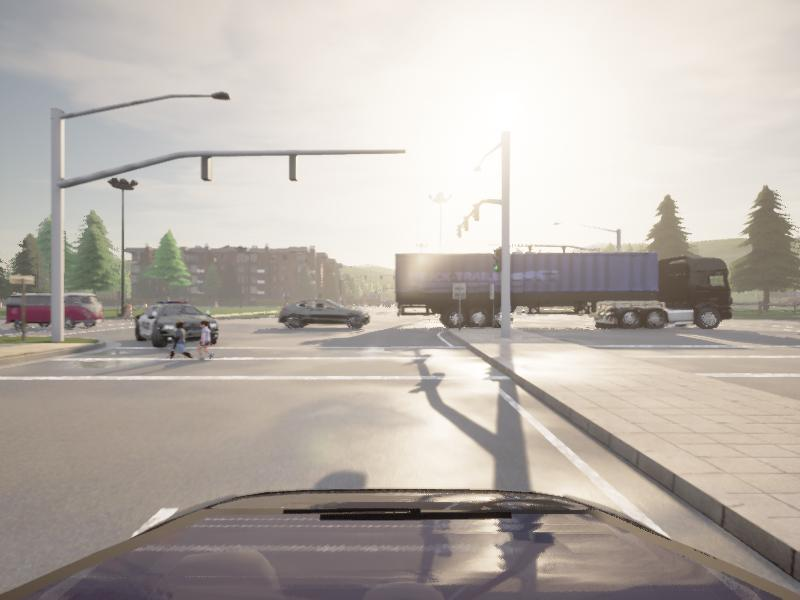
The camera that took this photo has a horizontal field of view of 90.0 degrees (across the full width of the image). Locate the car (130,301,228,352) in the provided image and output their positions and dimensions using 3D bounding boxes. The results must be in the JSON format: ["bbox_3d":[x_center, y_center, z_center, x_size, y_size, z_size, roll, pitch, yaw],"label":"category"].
[{"bbox_3d":[-8.398,0.832,14.954,2.038,1.542,4.974,0,0,-43],"label":"car"}]

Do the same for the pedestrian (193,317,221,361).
[{"bbox_3d":[-5.095,1.021,10.594,0.500,1.100,0.500,0,0,0],"label":"pedestrian"}]

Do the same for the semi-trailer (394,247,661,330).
[{"bbox_3d":[6.781,-0.607,22.602,14.254,4.402,2.717,0,0,-1],"label":"semi-trailer"}]

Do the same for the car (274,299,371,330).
[{"bbox_3d":[-4.217,0.788,22.491,5.027,1.651,2.152,0,0,-1],"label":"car"}]

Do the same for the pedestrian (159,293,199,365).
[{"bbox_3d":[-5.931,0.756,10.767,0.751,1.860,0.751,0,0,-12],"label":"pedestrian"}]

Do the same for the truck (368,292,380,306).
[{"bbox_3d":[-7.152,-0.287,111.079,2.891,3.827,8.468,0,0,-1],"label":"truck"}]

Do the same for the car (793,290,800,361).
[{"bbox_3d":[11.499,0.647,8.795,1.905,1.878,3.866,0,-1,0],"label":"car"}]

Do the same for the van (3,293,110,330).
[{"bbox_3d":[-19.051,0.607,22.335,4.442,1.987,1.775,0,0,-1],"label":"van"}]

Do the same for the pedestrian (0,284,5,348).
[{"bbox_3d":[-11.834,0.458,11.217,0.751,1.860,0.751,0,0,-1],"label":"pedestrian"}]

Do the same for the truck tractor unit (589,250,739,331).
[{"bbox_3d":[14.692,-0.511,22.682,6.516,4.208,3.053,0,0,-1],"label":"truck tractor unit"}]
